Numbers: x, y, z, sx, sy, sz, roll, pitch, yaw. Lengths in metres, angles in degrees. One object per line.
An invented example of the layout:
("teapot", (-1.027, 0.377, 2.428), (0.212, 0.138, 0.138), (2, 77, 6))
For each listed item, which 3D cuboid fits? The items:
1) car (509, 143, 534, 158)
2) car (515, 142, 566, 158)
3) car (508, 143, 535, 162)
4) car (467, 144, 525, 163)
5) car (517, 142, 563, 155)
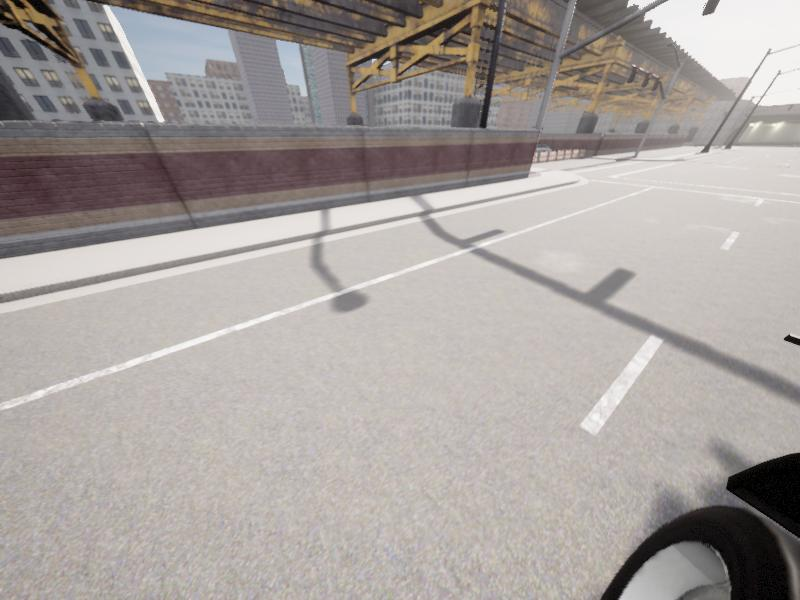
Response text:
("car", (13.474, -16.751, 25.800), (1.853, 1.218, 4.536), (11, 37, 15))
("car", (17.421, -18.746, 28.866), (4.974, 1.542, 2.038), (-4, 35, -5))
("car", (13.458, -16.594, 25.851), (2.038, 1.542, 4.974), (11, 37, 15))
("car", (9.676, -15.062, 23.710), (4.974, 1.542, 2.038), (5, 36, 7))
("car", (17.369, -18.871, 28.770), (4.536, 1.218, 1.853), (-4, 35, -5))
